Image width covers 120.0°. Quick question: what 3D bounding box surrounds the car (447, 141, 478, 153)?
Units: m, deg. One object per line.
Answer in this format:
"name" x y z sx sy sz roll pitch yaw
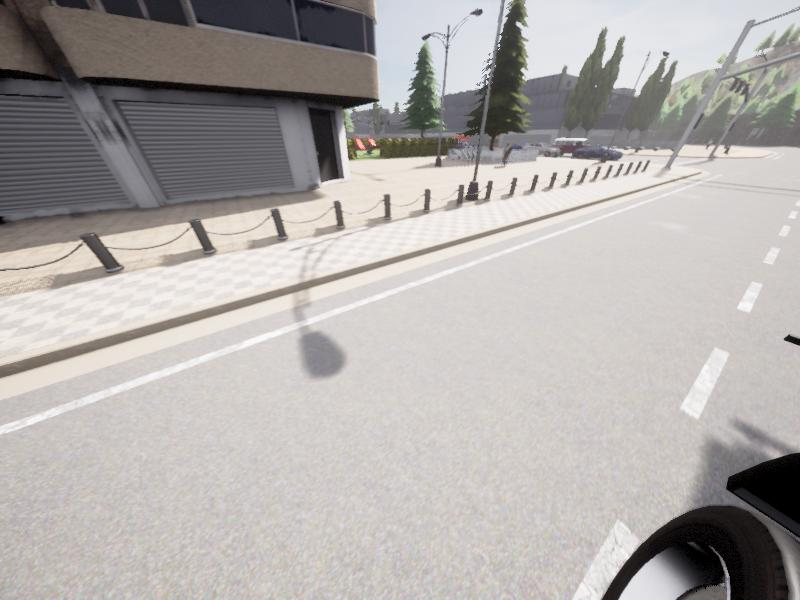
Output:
"car" 10.758 -26.587 40.113 2.033 1.649 4.856 -21 40 -26

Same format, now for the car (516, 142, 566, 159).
"car" 18.438 -19.841 30.489 2.152 1.651 5.027 -21 40 -26

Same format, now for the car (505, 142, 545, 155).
"car" 18.889 -23.098 35.177 1.882 1.535 5.008 -21 40 -26

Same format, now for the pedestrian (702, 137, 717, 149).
"pedestrian" 55.721 -28.228 41.569 0.751 1.860 0.751 -25 42 -30

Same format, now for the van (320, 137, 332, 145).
"van" -28.662 -61.394 89.105 2.351 2.431 6.366 -20 40 -26

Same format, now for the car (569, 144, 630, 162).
"car" 22.112 -16.485 25.853 1.812 1.442 4.674 -20 40 -25

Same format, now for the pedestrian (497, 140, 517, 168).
"pedestrian" 8.519 -11.672 18.466 0.751 1.860 0.751 -27 43 -33

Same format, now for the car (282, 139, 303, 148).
"car" -29.397 -42.630 62.985 4.605 1.855 1.932 -21 40 -27

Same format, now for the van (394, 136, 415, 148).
"van" 1.183 -42.700 62.344 2.351 2.431 6.366 -21 40 -26

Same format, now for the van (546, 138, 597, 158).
"van" 22.492 -20.133 30.506 2.069 2.038 4.480 -21 40 -27

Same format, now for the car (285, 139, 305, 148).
"car" -30.095 -44.777 66.036 4.605 1.855 1.932 -21 40 -27

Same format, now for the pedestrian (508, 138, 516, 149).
"pedestrian" 23.606 -32.974 48.559 0.751 1.860 0.751 -24 42 -30
